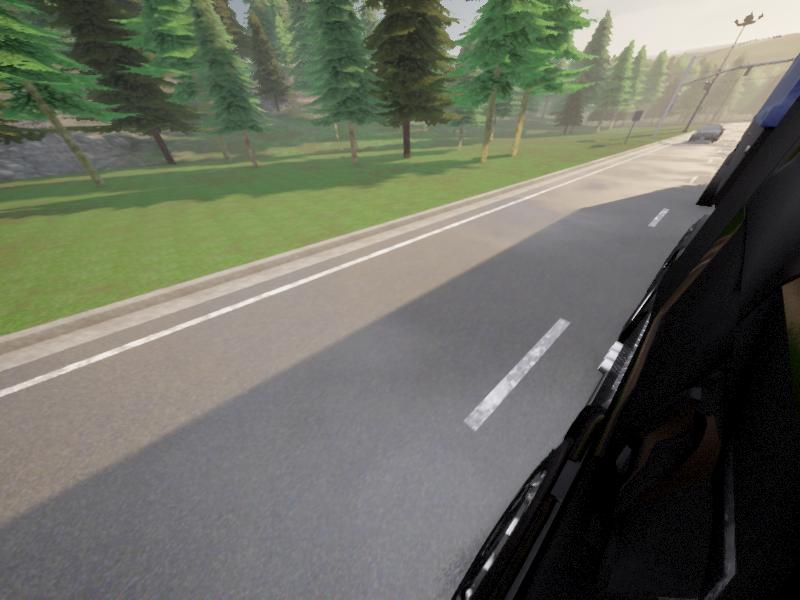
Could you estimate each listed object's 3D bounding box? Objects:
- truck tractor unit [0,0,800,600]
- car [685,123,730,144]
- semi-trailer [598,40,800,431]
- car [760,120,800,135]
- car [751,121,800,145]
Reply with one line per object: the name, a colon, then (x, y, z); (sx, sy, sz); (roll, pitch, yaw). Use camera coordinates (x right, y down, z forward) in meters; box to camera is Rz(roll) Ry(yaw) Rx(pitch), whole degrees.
truck tractor unit: (2.645, -0.295, 0.352); (6.516, 4.208, 3.053); (-28, 44, -30)
car: (30.538, -16.519, 22.912); (4.674, 1.442, 1.812); (-27, 43, -29)
semi-trailer: (8.704, -3.580, 4.253); (14.254, 4.402, 2.717); (-28, 44, -30)
car: (46.893, -20.995, 28.079); (4.181, 1.385, 1.994); (-15, 38, -17)
car: (32.202, -14.128, 19.522); (1.789, 1.549, 3.705); (27, 45, 33)
